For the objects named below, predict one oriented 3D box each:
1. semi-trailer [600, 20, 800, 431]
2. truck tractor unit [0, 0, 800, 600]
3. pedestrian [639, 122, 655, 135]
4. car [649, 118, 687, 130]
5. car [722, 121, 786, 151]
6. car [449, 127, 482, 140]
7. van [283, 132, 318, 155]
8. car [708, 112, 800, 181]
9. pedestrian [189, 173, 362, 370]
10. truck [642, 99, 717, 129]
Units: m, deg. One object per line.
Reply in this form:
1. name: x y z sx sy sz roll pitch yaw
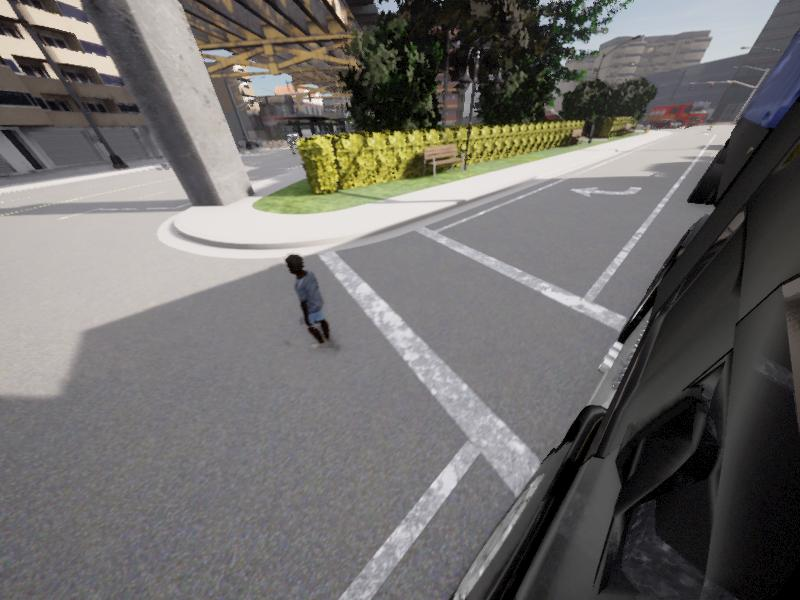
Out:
1. semi-trailer: 8.591 -3.682 4.321 14.254 4.402 2.717 -29 44 -31
2. truck tractor unit: 2.645 -0.295 0.351 6.516 4.208 3.053 -28 44 -30
3. pedestrian: 29.951 -20.766 27.993 0.751 1.300 0.751 -28 43 -29
4. car: 45.861 -30.167 39.652 1.970 1.475 3.806 0 37 4
5. car: 24.865 -11.659 16.367 4.674 1.442 1.812 -29 44 -31
6. car: 11.122 -28.744 39.845 5.027 1.651 2.152 1 37 5
7. van: -12.307 -19.742 29.023 2.069 2.038 4.480 1 37 4
8. car: 15.974 -6.862 10.086 5.566 2.045 2.150 -29 44 -31
9. pedestrian: -1.001 -0.209 2.405 0.751 1.860 0.751 5 38 10
10. truck: 49.520 -33.203 41.529 2.891 3.827 8.468 0 37 4
